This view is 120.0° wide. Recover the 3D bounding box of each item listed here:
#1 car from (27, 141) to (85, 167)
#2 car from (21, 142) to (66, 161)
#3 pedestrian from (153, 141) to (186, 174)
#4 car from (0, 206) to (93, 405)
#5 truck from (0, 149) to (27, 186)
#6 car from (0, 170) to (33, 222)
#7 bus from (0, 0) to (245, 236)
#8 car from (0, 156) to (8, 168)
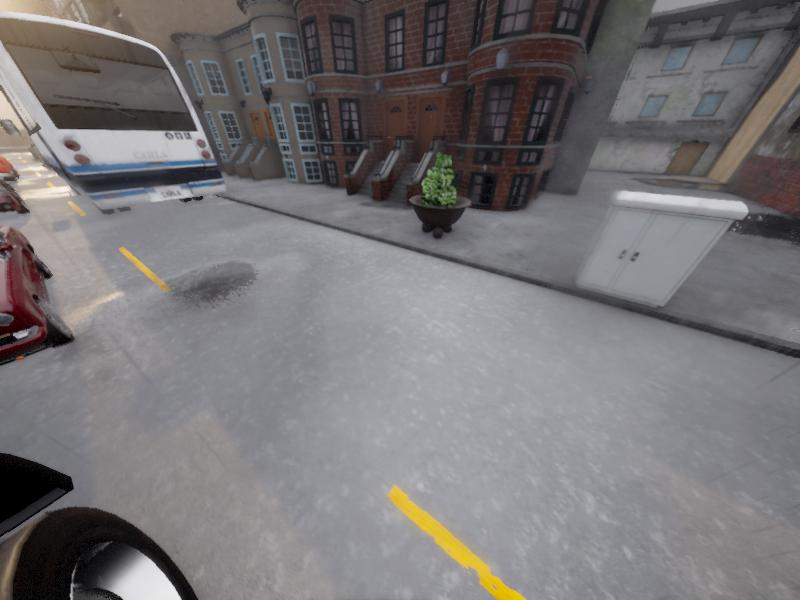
[{"bbox_3d":[-31.266,-13.319,21.003,4.553,1.767,2.097,23,41,28],"label":"car"},{"bbox_3d":[-40.585,-17.002,26.294,4.856,1.649,2.033,23,41,28],"label":"car"},{"bbox_3d":[-15.788,-9.810,15.865,0.751,1.860,0.751,23,41,29],"label":"pedestrian"},{"bbox_3d":[-6.182,-0.112,2.905,4.718,1.301,1.895,22,41,28],"label":"car"},{"bbox_3d":[-24.408,-8.034,12.932,5.204,2.467,2.627,24,41,27],"label":"truck"},{"bbox_3d":[-14.631,-3.592,7.701,4.181,1.385,1.994,22,41,28],"label":"car"},{"bbox_3d":[-11.153,-6.013,8.648,10.273,4.253,3.944,22,40,29],"label":"bus"},{"bbox_3d":[-35.028,-12.082,19.130,3.866,1.878,1.905,22,41,28],"label":"car"}]
